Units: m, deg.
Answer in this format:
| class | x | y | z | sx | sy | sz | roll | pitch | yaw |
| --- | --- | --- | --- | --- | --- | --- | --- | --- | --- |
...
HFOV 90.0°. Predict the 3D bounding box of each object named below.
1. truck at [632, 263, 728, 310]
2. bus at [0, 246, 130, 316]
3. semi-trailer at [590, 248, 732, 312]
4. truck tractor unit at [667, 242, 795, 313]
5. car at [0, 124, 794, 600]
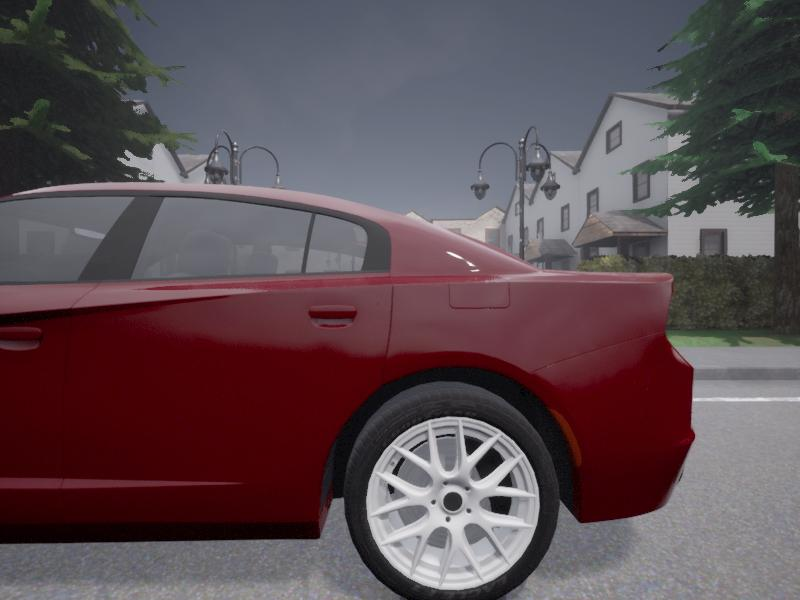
| class | x | y | z | sx | sy | sz | roll | pitch | yaw |
| --- | --- | --- | --- | --- | --- | --- | --- | --- | --- |
| truck | 25.495 | -1.112 | 37.157 | 2.891 | 3.827 | 8.468 | 0 | 0 | -1 |
| bus | -25.148 | -1.149 | 29.226 | 3.944 | 4.253 | 10.273 | 0 | 0 | 0 |
| semi-trailer | 21.624 | -1.409 | 35.050 | 2.717 | 4.402 | 14.254 | 0 | 0 | -2 |
| truck tractor unit | 21.945 | -1.313 | 27.144 | 3.053 | 4.208 | 6.516 | 0 | 0 | -3 |
| car | -1.271 | 0.223 | 2.175 | 5.008 | 1.535 | 1.882 | 0 | 0 | -1 |
